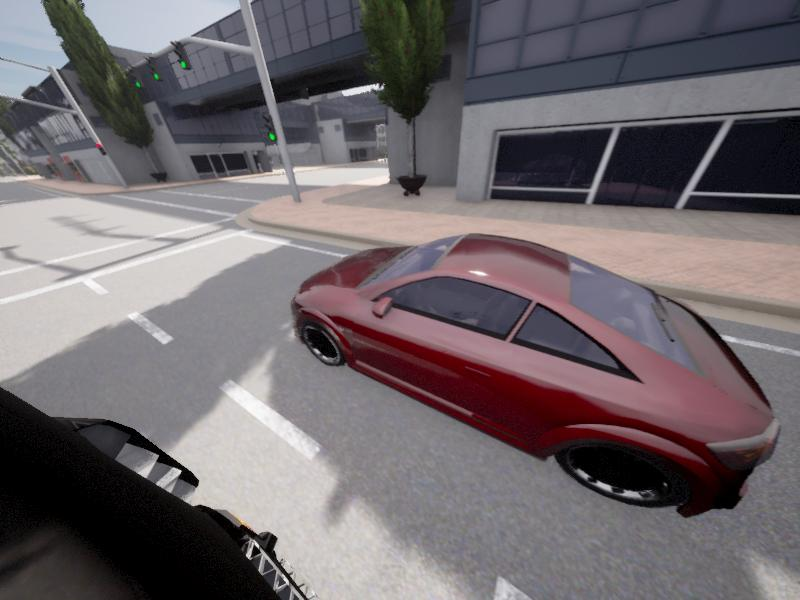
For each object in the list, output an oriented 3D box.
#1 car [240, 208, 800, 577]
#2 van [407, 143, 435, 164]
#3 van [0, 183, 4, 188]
[{"bbox_3d":[0.652,0.053,2.605,4.181,1.385,1.994,16,38,26],"label":"car"},{"bbox_3d":[3.499,-23.771,37.352,1.988,2.561,5.915,16,38,26],"label":"van"},{"bbox_3d":[-53.406,-15.056,28.965,4.480,2.038,2.069,9,35,17],"label":"van"}]
